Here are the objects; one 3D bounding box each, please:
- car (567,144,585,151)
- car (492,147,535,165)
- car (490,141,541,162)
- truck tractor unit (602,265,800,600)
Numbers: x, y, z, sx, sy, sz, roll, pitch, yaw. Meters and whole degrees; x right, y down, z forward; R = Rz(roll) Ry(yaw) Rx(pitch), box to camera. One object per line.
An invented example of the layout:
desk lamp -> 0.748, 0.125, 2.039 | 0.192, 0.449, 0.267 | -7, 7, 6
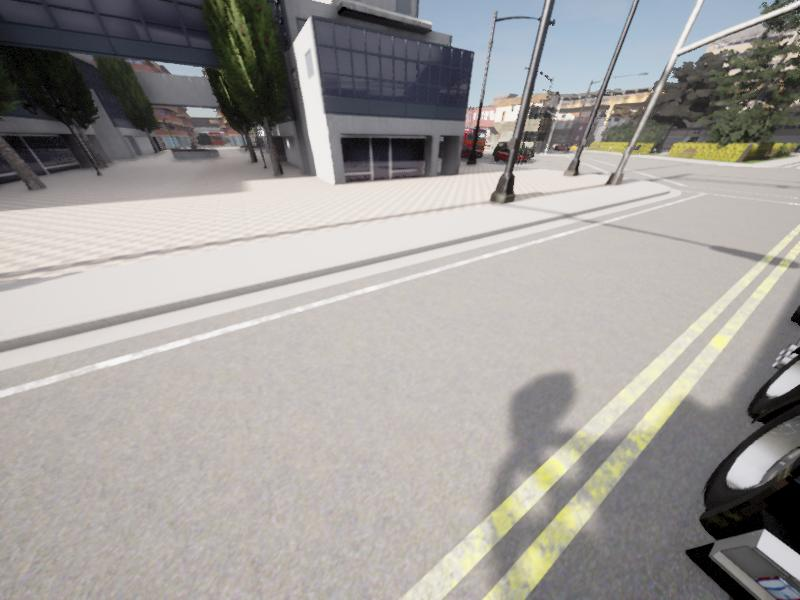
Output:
car -> 45.540, -39.656, 60.008 | 1.801, 1.575, 5.366 | 9, 36, 12
car -> 13.285, -17.101, 27.326 | 1.816, 1.474, 4.193 | -18, 39, -24
car -> 15.009, -19.660, 30.493 | 2.150, 2.045, 5.566 | -18, 39, -25
truck tractor unit -> 5.110, -0.301, 0.779 | 6.516, 4.208, 3.053 | -18, 39, -24
